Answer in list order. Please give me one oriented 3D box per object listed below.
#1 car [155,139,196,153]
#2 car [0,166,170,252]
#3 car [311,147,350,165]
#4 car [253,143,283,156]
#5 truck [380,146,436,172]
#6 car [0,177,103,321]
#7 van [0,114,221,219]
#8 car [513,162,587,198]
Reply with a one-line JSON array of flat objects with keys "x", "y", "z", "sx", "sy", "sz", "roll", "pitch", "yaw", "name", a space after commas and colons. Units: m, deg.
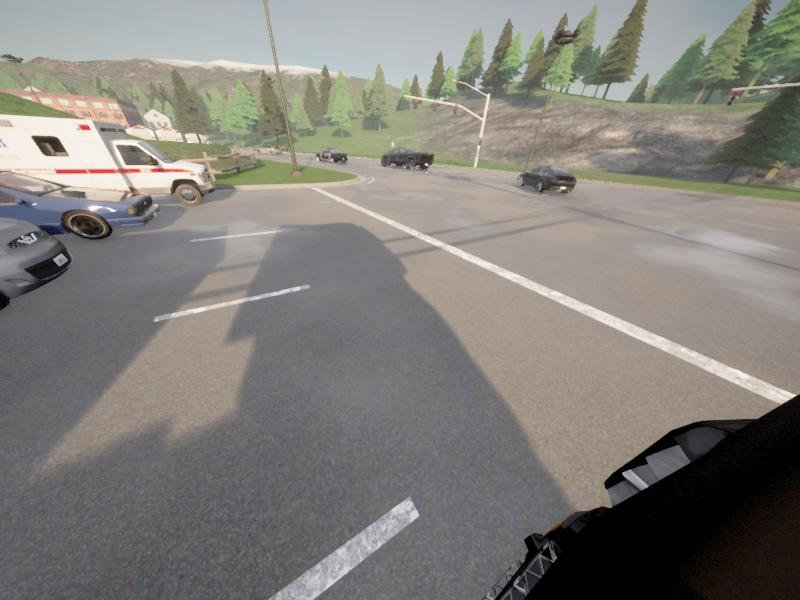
[{"x": -34.002, "y": -23.375, "z": 35.091, "sx": 3.988, "sy": 1.617, "sz": 1.851, "roll": 4, "pitch": 33, "yaw": 2, "name": "car"}, {"x": -9.097, "y": -2.039, "z": 5.058, "sx": 5.357, "sy": 1.411, "sz": 2.033, "roll": -16, "pitch": 38, "yaw": -26, "name": "car"}, {"x": -8.809, "y": -18.319, "z": 29.309, "sx": 5.238, "sy": 1.638, "sz": 1.930, "roll": 27, "pitch": 40, "yaw": 31, "name": "car"}, {"x": -22.227, "y": -25.428, "z": 39.036, "sx": 3.988, "sy": 1.617, "sz": 1.851, "roll": 12, "pitch": 35, "yaw": 14, "name": "car"}, {"x": 0.672, "y": -15.797, "z": 25.799, "sx": 2.390, "sy": 2.098, "sz": 6.274, "roll": -25, "pitch": 42, "yaw": -36, "name": "truck"}, {"x": -6.981, "y": -0.462, "z": 2.722, "sx": 3.633, "sy": 1.501, "sz": 1.845, "roll": -16, "pitch": 38, "yaw": -26, "name": "car"}, {"x": -10.214, "y": -4.383, "z": 7.563, "sx": 6.366, "sy": 2.431, "sz": 2.351, "roll": -16, "pitch": 38, "yaw": -26, "name": "van"}, {"x": 9.916, "y": -8.344, "z": 15.832, "sx": 1.837, "sy": 1.490, "sz": 4.892, "roll": 4, "pitch": 34, "yaw": -2, "name": "car"}]
